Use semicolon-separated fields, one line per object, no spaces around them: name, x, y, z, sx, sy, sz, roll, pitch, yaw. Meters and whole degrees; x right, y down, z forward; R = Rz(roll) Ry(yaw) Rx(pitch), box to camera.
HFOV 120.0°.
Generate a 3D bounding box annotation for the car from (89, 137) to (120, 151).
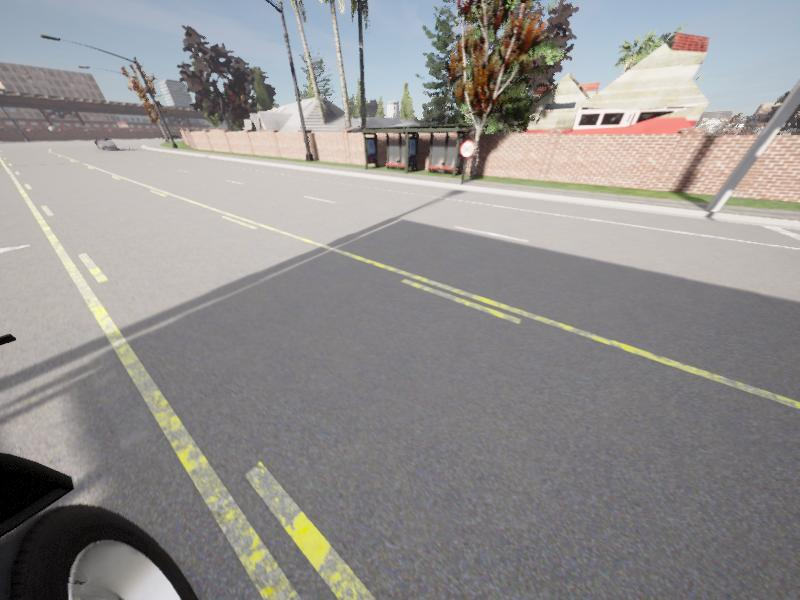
car;-41.499;-22.004;32.467;3.633;1.501;1.845;25;42;29
